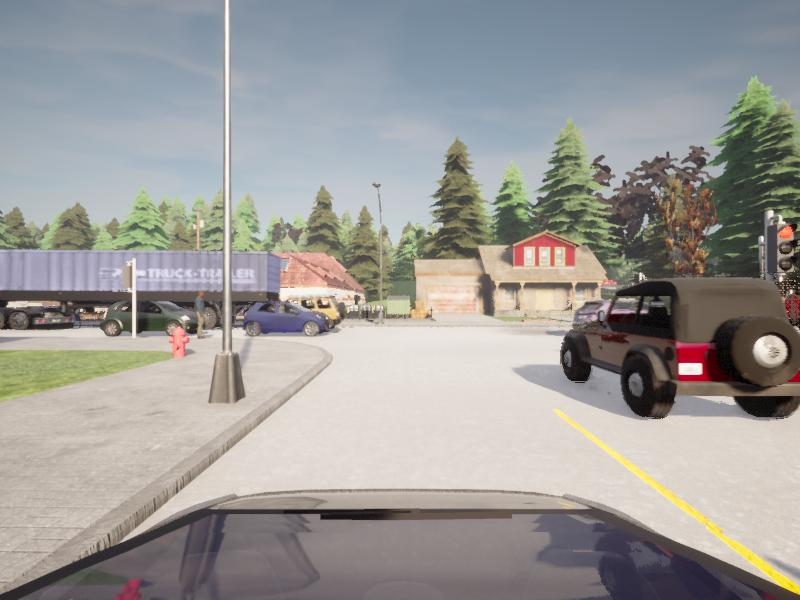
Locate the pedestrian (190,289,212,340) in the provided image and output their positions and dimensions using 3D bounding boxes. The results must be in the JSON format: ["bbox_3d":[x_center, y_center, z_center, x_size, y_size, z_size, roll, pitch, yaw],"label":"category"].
[{"bbox_3d":[-7.594,0.534,15.250,0.751,1.860,0.751,0,0,-28],"label":"pedestrian"}]

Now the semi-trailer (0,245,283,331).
[{"bbox_3d":[-13.951,-0.624,21.955,14.254,4.402,2.717,0,0,-1],"label":"semi-trailer"}]

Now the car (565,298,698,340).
[{"bbox_3d":[10.017,0.778,17.481,4.856,1.649,2.033,0,-1,-11],"label":"car"}]

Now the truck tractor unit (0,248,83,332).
[{"bbox_3d":[-21.854,-0.523,22.091,6.516,4.208,3.053,0,0,6],"label":"truck tractor unit"}]

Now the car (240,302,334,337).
[{"bbox_3d":[-4.936,0.827,17.816,3.633,1.501,1.845,0,0,1],"label":"car"}]

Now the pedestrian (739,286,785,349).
[{"bbox_3d":[11.090,0.525,12.279,0.751,1.860,0.751,0,0,2],"label":"pedestrian"}]

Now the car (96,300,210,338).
[{"bbox_3d":[-10.951,0.788,17.945,3.988,1.617,1.851,0,0,1],"label":"car"}]

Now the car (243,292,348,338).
[{"bbox_3d":[-5.055,0.671,19.811,4.605,1.855,1.932,-2,6,-1],"label":"car"}]

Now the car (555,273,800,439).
[{"bbox_3d":[4.189,0.645,6.482,1.905,1.878,3.866,0,0,1],"label":"car"}]

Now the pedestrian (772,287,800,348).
[{"bbox_3d":[12.364,0.525,12.503,0.751,1.860,0.751,0,0,3],"label":"pedestrian"}]
